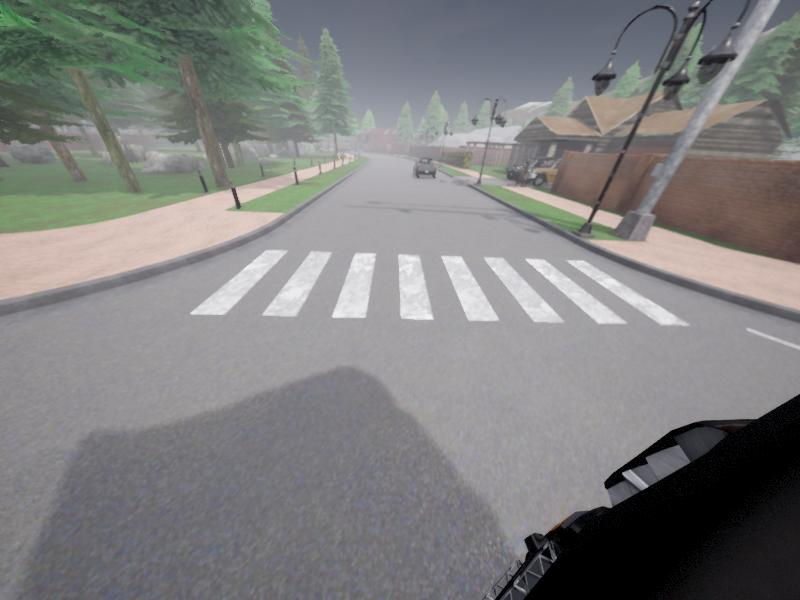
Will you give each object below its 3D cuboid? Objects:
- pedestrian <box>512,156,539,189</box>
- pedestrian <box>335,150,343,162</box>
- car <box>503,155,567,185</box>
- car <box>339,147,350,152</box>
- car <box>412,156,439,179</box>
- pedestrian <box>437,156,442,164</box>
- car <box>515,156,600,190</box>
[{"bbox_3d":[8.276,-8.450,15.346,0.751,1.860,0.751,-5,34,-12],"label":"pedestrian"},{"bbox_3d":[-7.761,-18.380,29.492,0.751,1.300,0.751,2,34,-2],"label":"pedestrian"},{"bbox_3d":[11.190,-10.983,19.447,3.866,1.878,1.905,1,34,-3],"label":"car"},{"bbox_3d":[-17.867,-48.344,74.094,1.895,1.301,4.718,-17,38,-27],"label":"car"},{"bbox_3d":[2.201,-11.995,20.801,1.845,1.501,3.633,1,34,-3],"label":"car"},{"bbox_3d":[6.050,-21.524,35.532,0.500,1.100,0.500,-3,34,-9],"label":"pedestrian"},{"bbox_3d":[11.644,-9.582,17.372,4.605,1.855,1.932,1,34,-3],"label":"car"}]
